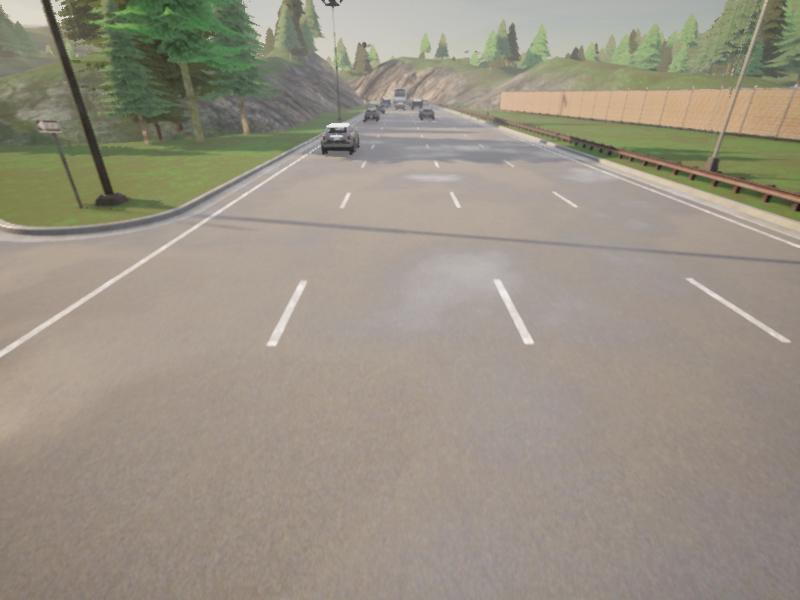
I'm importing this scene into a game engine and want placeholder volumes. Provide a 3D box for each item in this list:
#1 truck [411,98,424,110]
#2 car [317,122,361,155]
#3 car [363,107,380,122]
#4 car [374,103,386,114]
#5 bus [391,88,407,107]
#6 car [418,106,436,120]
[{"bbox_3d":[3.547,-40.947,83.650,2.390,2.098,6.274,0,27,0],"label":"truck"},{"bbox_3d":[-3.493,-9.604,23.627,1.970,1.475,3.806,0,27,0],"label":"car"},{"bbox_3d":[-3.489,-23.248,50.080,1.816,1.474,4.193,0,27,0],"label":"car"},{"bbox_3d":[-3.434,-32.763,68.469,1.851,1.617,3.988,0,27,0],"label":"car"},{"bbox_3d":[-0.193,-51.887,102.539,3.944,4.253,10.273,0,27,0],"label":"bus"},{"bbox_3d":[3.513,-24.958,53.295,2.128,1.511,4.902,0,27,0],"label":"car"}]
